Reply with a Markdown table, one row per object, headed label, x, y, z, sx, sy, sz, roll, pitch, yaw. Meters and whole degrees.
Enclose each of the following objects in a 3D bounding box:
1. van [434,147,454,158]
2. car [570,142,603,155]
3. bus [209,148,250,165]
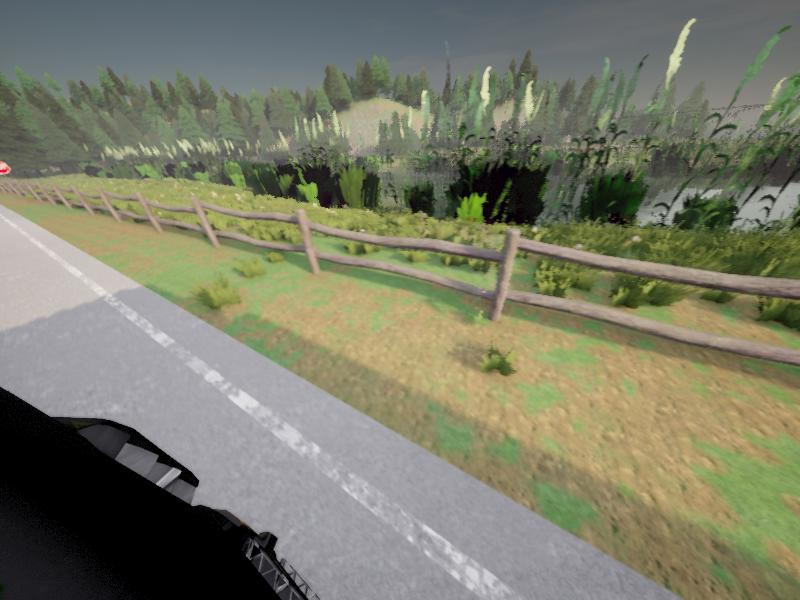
| label | x | y | z | sx | sy | sz | roll | pitch | yaw |
| --- | --- | --- | --- | --- | --- | --- | --- | --- | --- |
| van | 10.644 | -35.924 | 56.303 | 4.442 | 1.987 | 1.775 | 14 | 37 | 24 |
| car | 35.357 | -28.841 | 44.011 | 4.553 | 1.767 | 2.097 | 18 | 38 | 28 |
| bus | -56.121 | -47.364 | 76.188 | 10.273 | 4.253 | 3.944 | 6 | 34 | 12 |
